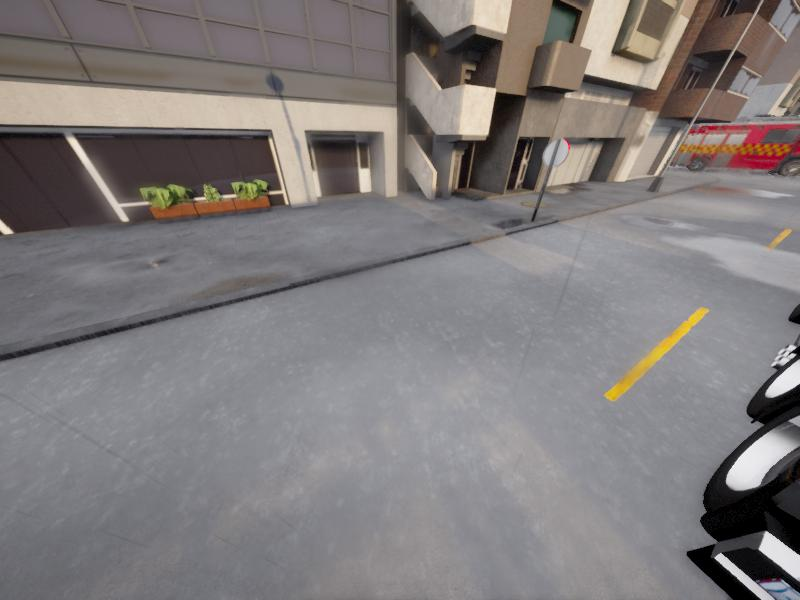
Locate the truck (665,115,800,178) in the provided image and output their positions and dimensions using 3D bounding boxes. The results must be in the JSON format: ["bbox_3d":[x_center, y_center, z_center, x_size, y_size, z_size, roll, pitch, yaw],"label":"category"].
[{"bbox_3d":[29.148,-12.796,19.233,8.468,3.827,2.891,27,43,33],"label":"truck"}]

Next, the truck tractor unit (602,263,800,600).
[{"bbox_3d":[5.107,-0.304,0.786,6.516,4.208,3.053,-18,39,-24],"label":"truck tractor unit"}]
